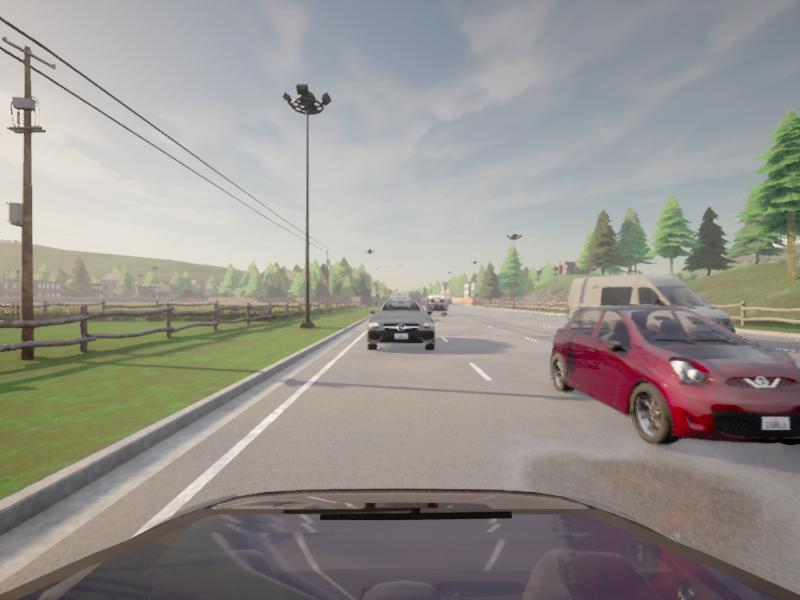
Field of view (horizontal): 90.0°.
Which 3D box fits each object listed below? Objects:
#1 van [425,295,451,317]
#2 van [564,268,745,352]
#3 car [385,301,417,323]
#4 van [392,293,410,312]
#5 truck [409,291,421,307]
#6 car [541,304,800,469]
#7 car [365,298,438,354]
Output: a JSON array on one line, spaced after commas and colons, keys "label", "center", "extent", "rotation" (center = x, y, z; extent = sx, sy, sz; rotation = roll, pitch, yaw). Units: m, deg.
[{"label": "van", "center": [3.572, 0.564, 38.792], "extent": [2.069, 2.038, 4.480], "rotation": [0, 0, 0]}, {"label": "van", "center": [9.191, 0.321, 15.333], "extent": [1.988, 2.561, 5.915], "rotation": [0, 0, -19]}, {"label": "car", "center": [0.080, 0.847, 29.701], "extent": [2.163, 1.488, 4.792], "rotation": [0, 0, 0]}, {"label": "van", "center": [0.142, 0.371, 54.800], "extent": [2.351, 2.431, 6.366], "rotation": [0, 0, 0]}, {"label": "truck", "center": [3.757, -0.336, 101.078], "extent": [2.891, 3.827, 8.468], "rotation": [0, 0, 0]}, {"label": "car", "center": [3.517, 0.826, 5.554], "extent": [1.845, 1.501, 3.633], "rotation": [0, 0, 0]}, {"label": "car", "center": [0.041, 0.779, 14.287], "extent": [2.152, 1.651, 5.027], "rotation": [0, 0, 0]}]
